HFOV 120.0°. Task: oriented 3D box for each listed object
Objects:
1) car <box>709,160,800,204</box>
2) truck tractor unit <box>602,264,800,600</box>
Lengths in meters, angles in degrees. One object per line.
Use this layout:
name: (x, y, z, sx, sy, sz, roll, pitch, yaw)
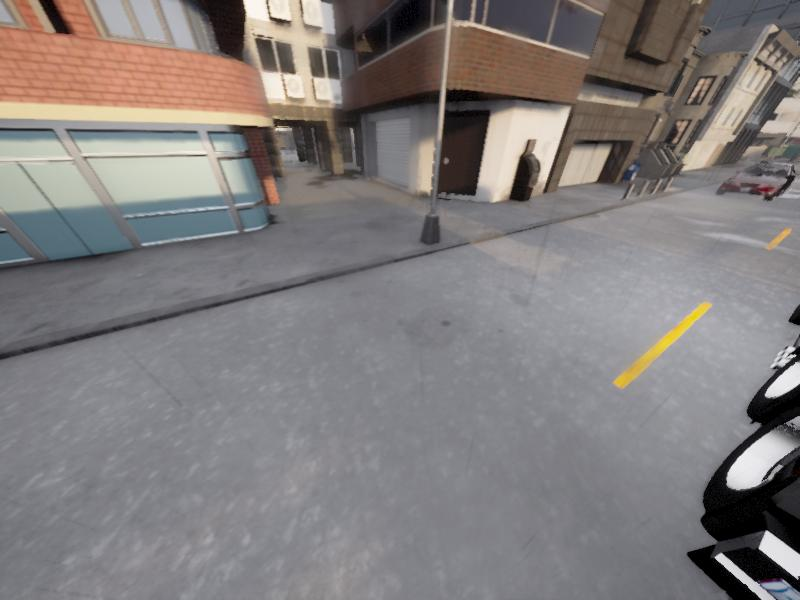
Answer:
car: (17.821, -5.928, 11.420, 4.193, 1.474, 1.816, -18, 39, -24)
truck tractor unit: (5.114, -0.294, 0.799, 6.516, 4.208, 3.053, -18, 39, -24)
